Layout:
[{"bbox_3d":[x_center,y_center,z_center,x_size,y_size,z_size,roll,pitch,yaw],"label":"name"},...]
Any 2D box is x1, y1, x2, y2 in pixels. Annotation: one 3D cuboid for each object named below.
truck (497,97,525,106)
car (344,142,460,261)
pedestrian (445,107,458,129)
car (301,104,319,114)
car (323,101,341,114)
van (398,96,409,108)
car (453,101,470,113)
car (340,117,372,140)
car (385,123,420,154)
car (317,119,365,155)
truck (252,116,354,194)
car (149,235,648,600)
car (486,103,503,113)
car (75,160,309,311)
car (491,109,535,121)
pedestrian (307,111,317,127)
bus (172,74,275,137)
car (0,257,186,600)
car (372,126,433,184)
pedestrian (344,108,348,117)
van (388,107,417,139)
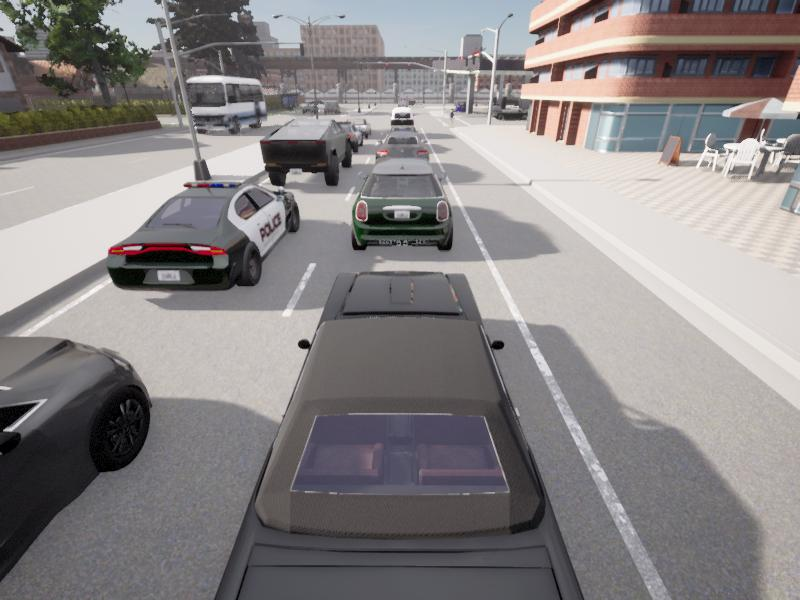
[{"bbox_3d":[27.976,-50.216,101.309,6.274,2.098,2.390,0,27,1],"label":"truck"},{"bbox_3d":[0.058,-2.612,9.639,2.097,1.767,4.553,0,27,0],"label":"car"},{"bbox_3d":[4.802,-16.963,37.252,0.751,1.860,0.751,19,33,33],"label":"pedestrian"},{"bbox_3d":[-14.475,-30.865,64.686,1.994,1.385,4.181,0,27,0],"label":"car"},{"bbox_3d":[-10.974,-31.082,64.674,2.097,1.767,4.553,0,27,0],"label":"car"},{"bbox_3d":[0.758,-45.379,91.600,2.351,2.431,6.366,0,27,0],"label":"van"},{"bbox_3d":[10.256,-32.344,66.982,2.242,1.667,4.611,0,27,1],"label":"car"},{"bbox_3d":[-3.263,-13.279,30.799,1.895,1.301,4.718,0,27,0],"label":"car"},{"bbox_3d":[0.180,-9.786,24.048,1.895,1.301,4.718,0,27,0],"label":"car"},{"bbox_3d":[-3.321,-9.726,23.673,2.038,1.542,4.974,0,27,0],"label":"car"},{"bbox_3d":[-3.389,-5.936,15.734,2.390,2.098,6.274,0,27,0],"label":"truck"},{"bbox_3d":[0.008,0.780,3.626,1.895,1.301,4.718,0,27,0],"label":"car"},{"bbox_3d":[16.007,-32.532,67.694,1.970,1.475,3.806,0,27,1],"label":"car"},{"bbox_3d":[-3.455,-1.663,8.092,2.038,1.542,4.974,0,27,0],"label":"car"},{"bbox_3d":[13.824,-22.791,49.183,4.718,1.301,1.895,0,27,0],"label":"car"},{"bbox_3d":[-8.332,-17.206,38.000,0.751,1.300,0.751,-4,28,-8],"label":"pedestrian"},{"bbox_3d":[-14.604,-16.938,34.656,3.944,4.253,10.273,0,27,0],"label":"bus"},{"bbox_3d":[-3.506,1.402,2.015,2.242,1.667,4.611,0,27,0],"label":"car"},{"bbox_3d":[0.116,-6.215,16.790,2.152,1.651,5.027,0,27,0],"label":"car"},{"bbox_3d":[-7.618,-26.423,56.367,0.500,1.100,0.500,-7,28,-13],"label":"pedestrian"},{"bbox_3d":[0.192,-13.655,30.714,2.069,2.038,4.480,0,27,0],"label":"van"}]
